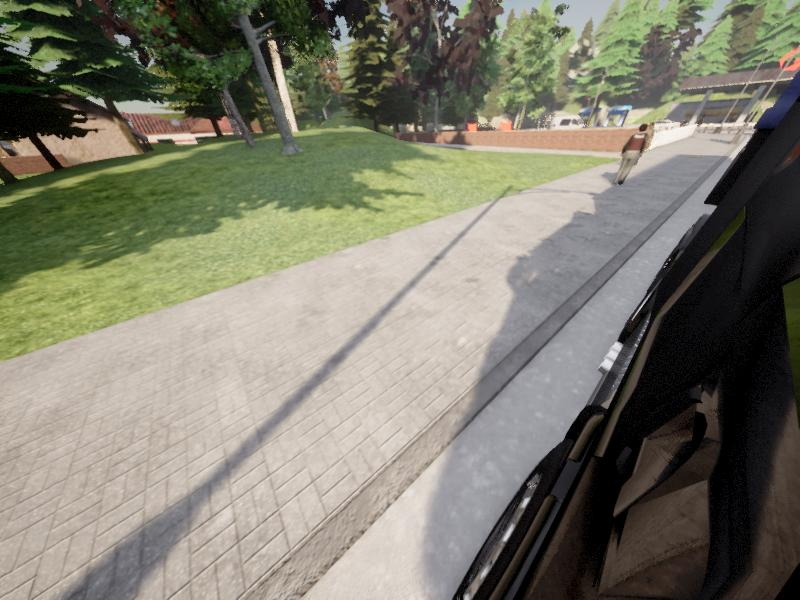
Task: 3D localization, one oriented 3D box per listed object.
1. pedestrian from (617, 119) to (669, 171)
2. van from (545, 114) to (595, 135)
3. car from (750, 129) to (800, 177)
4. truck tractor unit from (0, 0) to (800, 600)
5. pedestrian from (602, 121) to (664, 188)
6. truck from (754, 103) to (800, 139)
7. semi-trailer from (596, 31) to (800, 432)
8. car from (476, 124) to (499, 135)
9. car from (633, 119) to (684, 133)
[{"bbox_3d":[10.950,-6.978,10.462,0.751,1.860,0.751,-23,41,-24],"label":"pedestrian"},{"bbox_3d":[28.396,-29.450,38.882,1.988,2.561,5.915,-27,43,-29],"label":"van"},{"bbox_3d":[17.076,-6.283,9.756,4.181,1.385,1.994,-27,43,-29],"label":"car"},{"bbox_3d":[2.645,-0.295,0.351,6.516,4.208,3.053,-28,44,-30],"label":"truck tractor unit"},{"bbox_3d":[8.111,-5.073,8.114,0.751,1.860,0.751,-30,45,-31],"label":"pedestrian"},{"bbox_3d":[35.774,-16.388,21.052,5.204,2.467,2.627,-31,46,-32],"label":"truck"},{"bbox_3d":[8.770,-3.563,4.143,14.254,4.402,2.717,-27,43,-29],"label":"semi-trailer"},{"bbox_3d":[18.538,-36.308,49.204,1.905,1.878,3.866,-27,43,-29],"label":"car"},{"bbox_3d":[38.160,-25.760,34.234,1.812,1.442,4.674,-25,42,-27],"label":"car"}]
